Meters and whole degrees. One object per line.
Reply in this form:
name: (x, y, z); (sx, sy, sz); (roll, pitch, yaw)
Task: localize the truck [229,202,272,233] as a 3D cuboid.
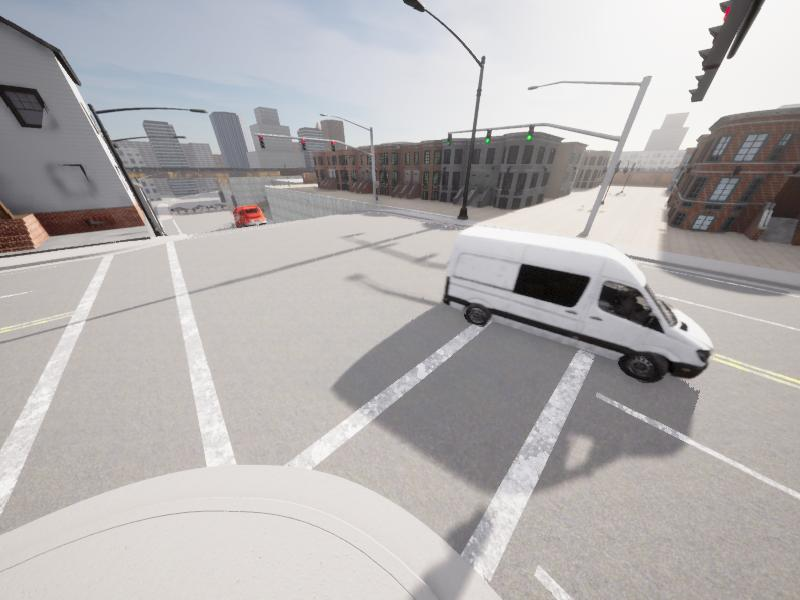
truck: (-17.452, -9.504, 26.854); (2.627, 2.467, 5.204); (-27, 25, -37)

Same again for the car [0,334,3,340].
car: (-12.019, 1.411, 3.992); (1.932, 1.855, 4.605); (25, 39, 36)

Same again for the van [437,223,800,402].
van: (4.232, -0.258, 6.218); (5.915, 2.561, 1.988); (18, 33, 29)
